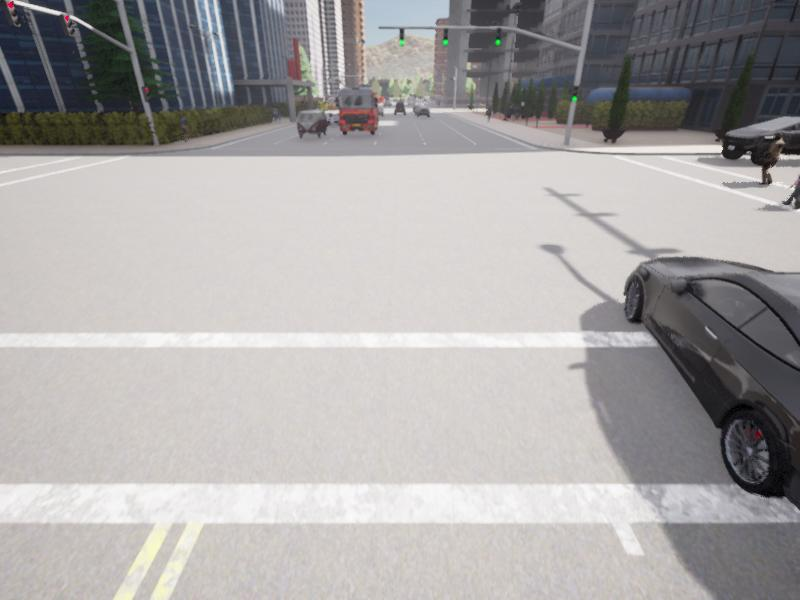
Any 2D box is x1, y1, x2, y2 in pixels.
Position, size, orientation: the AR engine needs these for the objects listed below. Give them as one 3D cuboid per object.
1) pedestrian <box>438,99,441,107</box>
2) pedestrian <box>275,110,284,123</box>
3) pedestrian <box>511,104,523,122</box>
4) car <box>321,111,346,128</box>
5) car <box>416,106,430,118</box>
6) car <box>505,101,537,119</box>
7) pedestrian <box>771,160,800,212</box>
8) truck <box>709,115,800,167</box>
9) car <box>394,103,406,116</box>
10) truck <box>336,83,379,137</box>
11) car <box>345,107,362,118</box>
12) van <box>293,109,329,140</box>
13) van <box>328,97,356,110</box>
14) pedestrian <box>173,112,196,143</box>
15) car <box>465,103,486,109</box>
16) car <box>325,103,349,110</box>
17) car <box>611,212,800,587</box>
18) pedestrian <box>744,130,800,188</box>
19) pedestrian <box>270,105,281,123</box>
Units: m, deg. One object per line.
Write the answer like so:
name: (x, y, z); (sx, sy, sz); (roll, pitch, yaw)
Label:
pedestrian: (10.046, -50.219, 102.140); (0.751, 1.860, 0.751); (-2, 27, -4)
pedestrian: (-13.918, -21.215, 46.270); (0.751, 1.300, 0.751); (-1, 27, -1)
pedestrian: (13.597, -21.685, 46.471); (0.751, 1.860, 0.751); (-12, 29, -21)
car: (-7.005, -19.286, 42.676); (1.970, 1.475, 3.806); (0, 27, 0)
car: (3.471, -28.506, 60.603); (1.837, 1.490, 4.892); (0, 27, 0)
car: (16.616, -26.126, 54.941); (2.390, 2.098, 6.274); (15, 31, 27)
pedestrian: (11.695, -3.304, 11.575); (0.751, 1.300, 0.751); (-1, 27, -2)
truck: (19.326, -7.748, 19.393); (6.274, 2.098, 2.390); (0, 27, 1)
car: (-0.005, -32.151, 67.312); (1.905, 1.878, 3.866); (0, 27, 0)
truck: (-3.512, -16.973, 35.578); (2.891, 3.827, 8.468); (0, 27, 0)
car: (-7.007, -28.443, 60.610); (2.033, 1.411, 5.357); (0, 27, 0)
van: (-7.003, -14.059, 31.923); (1.775, 1.987, 4.442); (0, 27, 0)
van: (-13.260, -45.250, 92.130); (5.915, 2.561, 1.988); (0, 27, 0)
pedestrian: (-14.370, -11.512, 26.734); (0.751, 1.860, 0.751); (1, 27, 1)
car: (18.629, -47.833, 98.446); (4.718, 1.301, 1.895); (0, 27, 0)
car: (-13.996, -43.140, 89.163); (5.008, 1.535, 1.882); (3, 27, 7)
car: (4.036, 0.435, 4.206); (1.812, 1.442, 4.674); (4, 28, 9)
pedestrian: (13.456, -5.104, 14.465); (0.751, 1.860, 0.751); (-7, 28, -14)
pedestrian: (-14.179, -21.153, 45.537); (0.751, 1.860, 0.751); (0, 27, 0)
